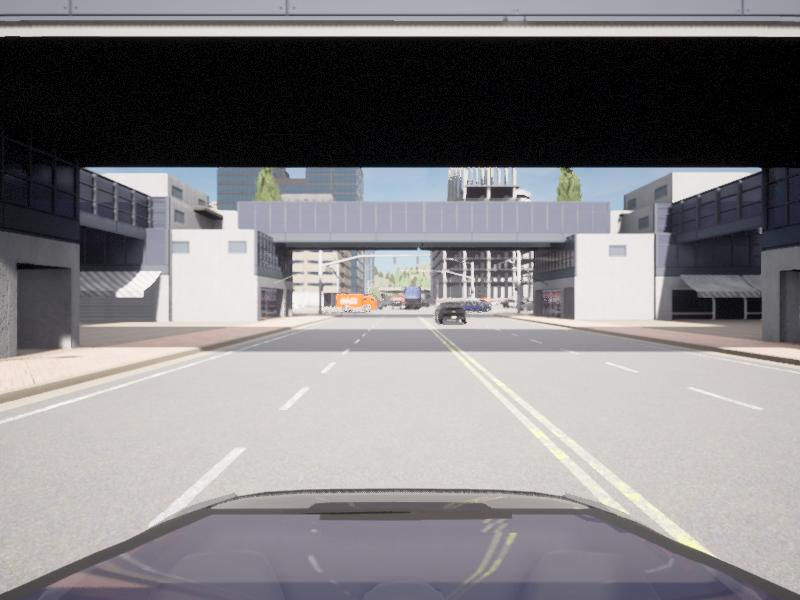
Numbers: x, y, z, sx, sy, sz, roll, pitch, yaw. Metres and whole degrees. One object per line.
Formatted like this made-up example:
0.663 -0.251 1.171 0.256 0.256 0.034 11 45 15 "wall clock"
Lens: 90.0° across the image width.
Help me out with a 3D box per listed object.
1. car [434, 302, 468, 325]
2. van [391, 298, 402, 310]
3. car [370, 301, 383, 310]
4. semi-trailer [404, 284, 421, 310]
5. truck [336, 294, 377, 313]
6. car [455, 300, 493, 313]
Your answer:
3.622 0.903 29.078 1.837 1.490 4.892 0 0 0 "car"
-0.629 0.720 74.423 2.069 2.038 4.480 0 0 0 "van"
-4.138 0.968 71.231 2.038 1.542 4.974 0 0 1 "car"
2.472 -0.470 76.356 2.717 4.402 14.254 0 0 3 "semi-trailer"
-5.643 0.466 52.501 5.204 2.467 2.627 0 0 0 "truck"
9.664 0.862 52.623 4.611 1.667 2.242 0 0 0 "car"
